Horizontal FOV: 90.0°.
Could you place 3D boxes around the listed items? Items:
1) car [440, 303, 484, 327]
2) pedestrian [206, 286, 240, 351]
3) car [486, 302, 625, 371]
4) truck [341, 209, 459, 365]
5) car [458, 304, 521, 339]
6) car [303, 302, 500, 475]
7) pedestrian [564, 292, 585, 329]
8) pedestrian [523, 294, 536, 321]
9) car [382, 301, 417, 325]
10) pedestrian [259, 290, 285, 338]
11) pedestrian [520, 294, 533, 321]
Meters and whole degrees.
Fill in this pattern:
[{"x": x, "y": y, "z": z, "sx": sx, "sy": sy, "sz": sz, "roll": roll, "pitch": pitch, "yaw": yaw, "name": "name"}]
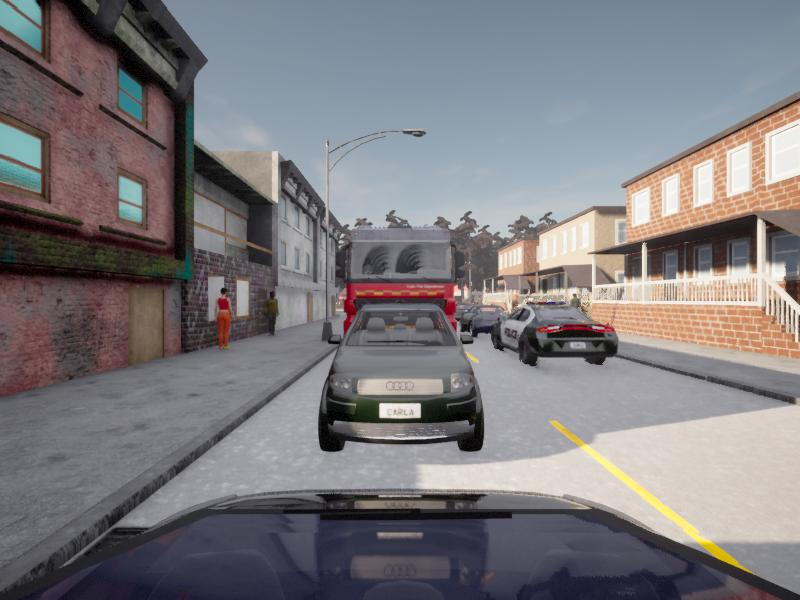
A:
[{"x": 3.970, "y": 0.895, "z": 26.533, "sx": 2.033, "sy": 1.411, "sz": 5.357, "roll": 0, "pitch": 0, "yaw": 0, "name": "car"}, {"x": -5.244, "y": 0.533, "z": 11.903, "sx": 0.751, "sy": 1.860, "sz": 0.751, "roll": 0, "pitch": 0, "yaw": -7, "name": "pedestrian"}, {"x": 4.003, "y": 0.825, "z": 11.430, "sx": 2.038, "sy": 1.542, "sz": 4.974, "roll": 0, "pitch": 0, "yaw": 0, "name": "car"}, {"x": -0.010, "y": -0.321, "z": 14.022, "sx": 2.891, "sy": 3.827, "sz": 8.468, "roll": 0, "pitch": 0, "yaw": 0, "name": "truck"}, {"x": 3.987, "y": 0.907, "z": 18.568, "sx": 1.994, "sy": 1.385, "sz": 4.181, "roll": 0, "pitch": 0, "yaw": 0, "name": "car"}, {"x": 0.007, "y": 0.815, "z": 5.489, "sx": 1.789, "sy": 1.549, "sz": 3.705, "roll": 0, "pitch": 0, "yaw": 0, "name": "car"}, {"x": 9.062, "y": 0.533, "z": 20.807, "sx": 0.751, "sy": 1.860, "sz": 0.751, "roll": 0, "pitch": 0, "yaw": -4, "name": "pedestrian"}, {"x": 9.087, "y": 0.533, "z": 28.010, "sx": 0.751, "sy": 1.860, "sz": 0.751, "roll": 0, "pitch": 0, "yaw": 7, "name": "pedestrian"}, {"x": -0.029, "y": 0.851, "z": 27.582, "sx": 2.163, "sy": 1.488, "sz": 4.792, "roll": 0, "pitch": 0, "yaw": 0, "name": "car"}, {"x": -5.171, "y": 0.533, "z": 16.135, "sx": 0.751, "sy": 1.860, "sz": 0.751, "roll": 0, "pitch": 0, "yaw": -39, "name": "pedestrian"}, {"x": 9.143, "y": 0.533, "z": 28.852, "sx": 0.751, "sy": 1.860, "sz": 0.751, "roll": 0, "pitch": 0, "yaw": 7, "name": "pedestrian"}]
